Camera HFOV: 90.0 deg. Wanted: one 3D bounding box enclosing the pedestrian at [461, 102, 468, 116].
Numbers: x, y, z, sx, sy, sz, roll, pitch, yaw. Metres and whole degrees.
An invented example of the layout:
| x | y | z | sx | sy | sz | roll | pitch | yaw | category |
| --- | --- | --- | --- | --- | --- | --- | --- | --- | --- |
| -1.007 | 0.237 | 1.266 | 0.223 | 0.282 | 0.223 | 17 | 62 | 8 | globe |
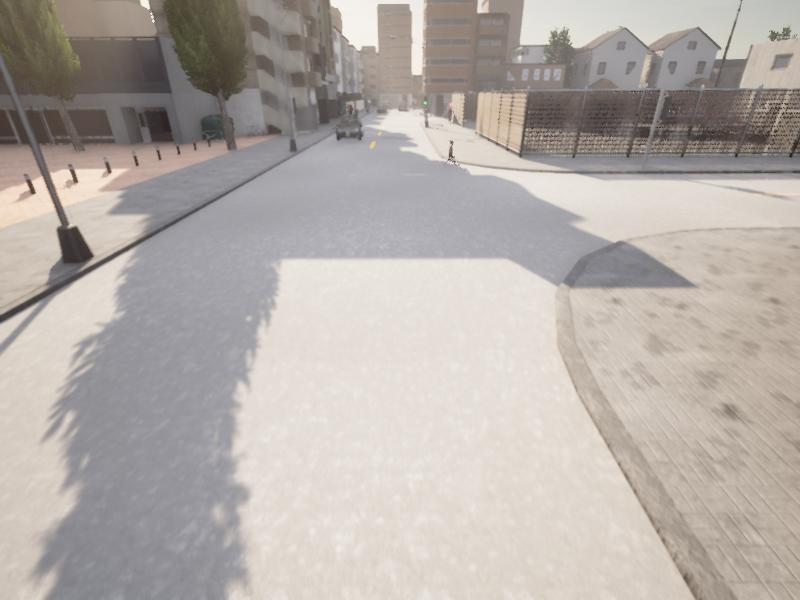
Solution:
| x | y | z | sx | sy | sz | roll | pitch | yaw | category |
| --- | --- | --- | --- | --- | --- | --- | --- | --- | --- |
| 10.010 | -29.856 | 62.493 | 0.751 | 1.860 | 0.751 | -5 | 28 | -9 | pedestrian |

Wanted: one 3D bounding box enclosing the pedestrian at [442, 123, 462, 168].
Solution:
| x | y | z | sx | sy | sz | roll | pitch | yaw | category |
| --- | --- | --- | --- | --- | --- | --- | --- | --- | --- |
| 2.371 | -7.106 | 18.406 | 0.751 | 1.860 | 0.751 | -1 | 27 | -1 | pedestrian |

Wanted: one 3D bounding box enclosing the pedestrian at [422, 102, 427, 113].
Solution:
| x | y | z | sx | sy | sz | roll | pitch | yaw | category |
| --- | --- | --- | --- | --- | --- | --- | --- | --- | --- |
| 4.342 | -33.803 | 70.251 | 0.751 | 1.860 | 0.751 | -2 | 27 | -2 | pedestrian |

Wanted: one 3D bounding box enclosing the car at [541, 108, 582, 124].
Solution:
| x | y | z | sx | sy | sz | roll | pitch | yaw | category |
| --- | --- | --- | --- | --- | --- | --- | --- | --- | --- |
| 18.381 | -21.053 | 45.717 | 3.705 | 1.547 | 1.789 | 0 | 27 | 0 | car |

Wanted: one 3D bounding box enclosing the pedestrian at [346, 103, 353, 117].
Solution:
| x | y | z | sx | sy | sz | roll | pitch | yaw | category |
| --- | --- | --- | --- | --- | --- | --- | --- | --- | --- |
| -7.627 | -28.645 | 60.316 | 0.751 | 1.860 | 0.751 | 4 | 27 | 8 | pedestrian |

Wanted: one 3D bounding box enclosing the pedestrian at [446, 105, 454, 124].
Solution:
| x | y | z | sx | sy | sz | roll | pitch | yaw | category |
| --- | --- | --- | --- | --- | --- | --- | --- | --- | --- |
| 5.582 | -20.682 | 44.649 | 0.751 | 1.860 | 0.751 | 0 | 27 | 1 | pedestrian |

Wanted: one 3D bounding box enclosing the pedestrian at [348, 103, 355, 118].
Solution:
| x | y | z | sx | sy | sz | roll | pitch | yaw | category |
| --- | --- | --- | --- | --- | --- | --- | --- | --- | --- |
| -7.079 | -27.561 | 58.194 | 0.751 | 1.860 | 0.751 | 2 | 27 | 4 | pedestrian |

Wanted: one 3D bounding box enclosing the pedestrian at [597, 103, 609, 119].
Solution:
| x | y | z | sx | sy | sz | roll | pitch | yaw | category |
| --- | --- | --- | --- | --- | --- | --- | --- | --- | --- |
| 26.159 | -24.325 | 51.561 | 0.751 | 1.860 | 0.751 | -3 | 27 | -5 | pedestrian |

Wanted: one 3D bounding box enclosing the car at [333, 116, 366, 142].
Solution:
| x | y | z | sx | sy | sz | roll | pitch | yaw | category |
| --- | --- | --- | --- | --- | --- | --- | --- | --- | --- |
| -3.832 | -13.404 | 31.177 | 2.007 | 1.525 | 4.514 | 0 | 27 | 0 | car |

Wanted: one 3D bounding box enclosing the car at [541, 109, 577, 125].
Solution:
| x | y | z | sx | sy | sz | roll | pitch | yaw | category |
| --- | --- | --- | --- | --- | --- | --- | --- | --- | --- |
| 18.155 | -21.062 | 45.893 | 2.033 | 1.415 | 5.357 | 0 | 27 | 0 | car |

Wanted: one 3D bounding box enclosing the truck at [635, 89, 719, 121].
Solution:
| x | y | z | sx | sy | sz | roll | pitch | yaw | category |
| --- | --- | --- | --- | --- | --- | --- | --- | --- | --- |
| 37.607 | -26.656 | 54.604 | 8.468 | 3.827 | 2.891 | 0 | 27 | 0 | truck |

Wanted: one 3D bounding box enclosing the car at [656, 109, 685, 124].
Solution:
| x | y | z | sx | sy | sz | roll | pitch | yaw | category |
| --- | --- | --- | --- | --- | --- | --- | --- | --- | --- |
| 30.103 | -20.464 | 44.562 | 1.481 | 1.379 | 2.207 | 0 | 27 | 0 | car |

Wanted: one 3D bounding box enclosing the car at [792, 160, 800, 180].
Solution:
| x | y | z | sx | sy | sz | roll | pitch | yaw | category |
| --- | --- | --- | --- | --- | --- | --- | --- | --- | --- |
| 18.216 | -5.170 | 14.931 | 4.892 | 1.490 | 1.837 | 0 | 27 | 0 | car |

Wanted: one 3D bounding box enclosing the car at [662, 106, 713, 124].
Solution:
| x | y | z | sx | sy | sz | roll | pitch | yaw | category |
| --- | --- | --- | --- | --- | --- | --- | --- | --- | --- |
| 32.237 | -20.837 | 45.042 | 2.242 | 1.667 | 4.611 | 0 | 27 | 0 | car |

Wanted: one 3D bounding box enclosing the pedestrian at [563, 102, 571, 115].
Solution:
| x | y | z | sx | sy | sz | roll | pitch | yaw | category |
| --- | --- | --- | --- | --- | --- | --- | --- | --- | --- |
| 26.639 | -30.635 | 63.874 | 0.751 | 1.860 | 0.751 | 0 | 27 | 0 | pedestrian |

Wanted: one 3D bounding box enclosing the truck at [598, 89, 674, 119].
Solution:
| x | y | z | sx | sy | sz | roll | pitch | yaw | category |
| --- | --- | --- | --- | --- | --- | --- | --- | --- | --- |
| 34.162 | -28.484 | 58.202 | 8.468 | 3.827 | 2.891 | 0 | 27 | 0 | truck |

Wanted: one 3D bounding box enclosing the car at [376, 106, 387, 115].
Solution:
| x | y | z | sx | sy | sz | roll | pitch | yaw | category |
| --- | --- | --- | --- | --- | --- | --- | --- | --- | --- |
| -3.499 | -36.489 | 76.956 | 1.895 | 1.301 | 4.718 | 0 | 27 | 0 | car |

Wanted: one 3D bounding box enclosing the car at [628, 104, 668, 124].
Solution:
| x | y | z | sx | sy | sz | roll | pitch | yaw | category |
| --- | --- | --- | --- | --- | --- | --- | --- | --- | --- |
| 27.947 | -21.042 | 45.252 | 1.905 | 1.878 | 3.866 | 0 | 27 | 0 | car |

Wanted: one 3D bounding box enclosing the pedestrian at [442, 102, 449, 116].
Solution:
| x | y | z | sx | sy | sz | roll | pitch | yaw | category |
| --- | --- | --- | --- | --- | --- | --- | --- | --- | --- |
| 7.115 | -29.773 | 62.357 | 0.751 | 1.860 | 0.751 | 21 | 34 | 36 | pedestrian |

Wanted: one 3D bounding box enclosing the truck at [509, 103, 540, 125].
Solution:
| x | y | z | sx | sy | sz | roll | pitch | yaw | category |
| --- | --- | --- | --- | --- | --- | --- | --- | --- | --- |
| 14.194 | -21.411 | 45.928 | 2.069 | 2.038 | 4.478 | 0 | 27 | 0 | truck |

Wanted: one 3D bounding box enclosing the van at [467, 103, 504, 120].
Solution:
| x | y | z | sx | sy | sz | roll | pitch | yaw | category |
| --- | --- | --- | --- | --- | --- | --- | --- | --- | --- |
| 11.680 | -26.030 | 55.112 | 4.480 | 2.038 | 2.069 | 0 | 27 | 1 | van |

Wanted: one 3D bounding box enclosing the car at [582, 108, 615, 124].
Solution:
| x | y | z | sx | sy | sz | roll | pitch | yaw | category |
| --- | --- | --- | --- | --- | --- | --- | --- | --- | --- |
| 22.836 | -21.309 | 46.196 | 1.845 | 1.501 | 3.633 | 0 | 27 | 0 | car |

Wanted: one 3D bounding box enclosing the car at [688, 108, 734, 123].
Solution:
| x | y | z | sx | sy | sz | roll | pitch | yaw | category |
| --- | --- | --- | --- | --- | --- | --- | --- | --- | --- |
| 35.413 | -21.115 | 45.704 | 1.816 | 1.474 | 4.193 | 0 | 27 | 0 | car |
